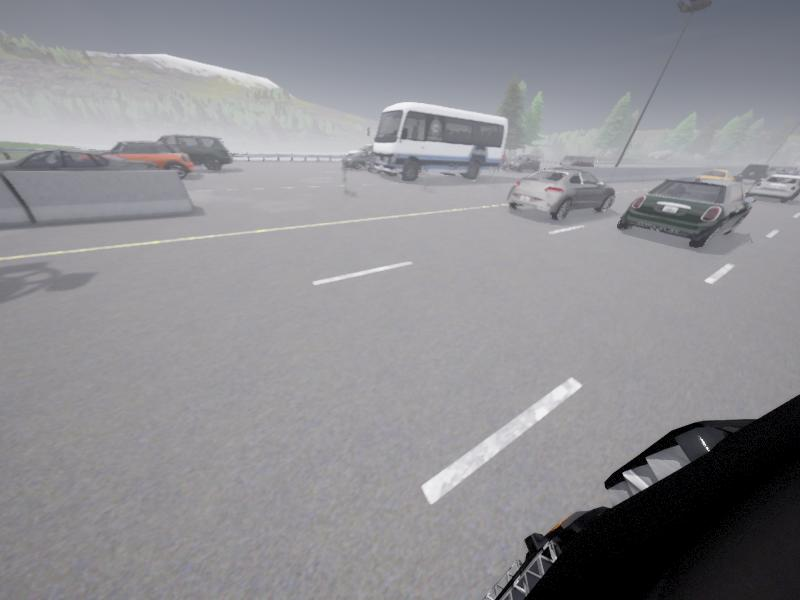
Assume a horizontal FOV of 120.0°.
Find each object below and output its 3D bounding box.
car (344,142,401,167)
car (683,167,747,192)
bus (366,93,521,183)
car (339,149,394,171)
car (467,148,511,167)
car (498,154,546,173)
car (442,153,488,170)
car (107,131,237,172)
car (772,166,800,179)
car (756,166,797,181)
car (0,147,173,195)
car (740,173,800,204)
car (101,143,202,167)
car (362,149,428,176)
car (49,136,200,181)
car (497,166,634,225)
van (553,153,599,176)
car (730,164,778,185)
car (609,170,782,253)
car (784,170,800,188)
[{"bbox_3d":[-2.835,-15.516,24.676,5.566,2.045,2.150,-17,39,-25],"label":"car"},{"bbox_3d":[26.558,-10.211,19.473,5.366,1.575,1.801,-16,39,-26],"label":"car"},{"bbox_3d":[3.109,-11.235,16.876,10.273,4.253,3.944,-15,38,-26],"label":"bus"},{"bbox_3d":[-3.017,-12.976,21.397,4.514,1.525,2.007,-16,39,-26],"label":"car"},{"bbox_3d":[12.469,-19.937,32.338,5.566,2.045,2.150,-16,39,-26],"label":"car"},{"bbox_3d":[14.019,-15.698,26.540,4.611,1.667,2.242,-16,39,-25],"label":"car"},{"bbox_3d":[7.506,-16.025,26.661,5.008,1.535,1.882,-17,39,-25],"label":"car"},{"bbox_3d":[-14.575,-9.838,15.455,5.566,2.045,2.150,-16,38,-25],"label":"car"},{"bbox_3d":[66.908,-21.968,39.731,4.856,1.649,2.033,-16,39,-26],"label":"car"},{"bbox_3d":[54.646,-18.404,33.550,4.611,1.667,2.242,-16,39,-26],"label":"car"},{"bbox_3d":[-13.424,-5.376,9.545,5.357,1.411,2.033,-16,39,-26],"label":"car"},{"bbox_3d":[25.849,-7.695,15.804,3.806,1.475,1.970,-16,39,-26],"label":"car"},{"bbox_3d":[-18.128,-10.779,17.244,4.718,1.301,1.895,-16,39,-26],"label":"car"},{"bbox_3d":[-0.394,-11.505,19.339,5.027,1.651,2.152,-16,38,-26],"label":"car"},{"bbox_3d":[-14.102,-7.610,12.430,4.553,1.767,2.097,-16,39,-26],"label":"car"},{"bbox_3d":[6.806,-4.515,9.577,5.027,1.651,2.152,-16,39,-26],"label":"car"},{"bbox_3d":[19.751,-15.211,25.975,4.442,1.987,1.775,-16,38,-26],"label":"van"},{"bbox_3d":[39.924,-14.209,26.077,3.866,1.878,1.905,-16,39,-26],"label":"car"},{"bbox_3d":[9.654,-3.140,7.610,4.553,1.767,2.097,-16,39,-26],"label":"car"},{"bbox_3d":[43.679,-12.913,24.701,3.988,1.617,1.851,-16,39,-26],"label":"car"}]
